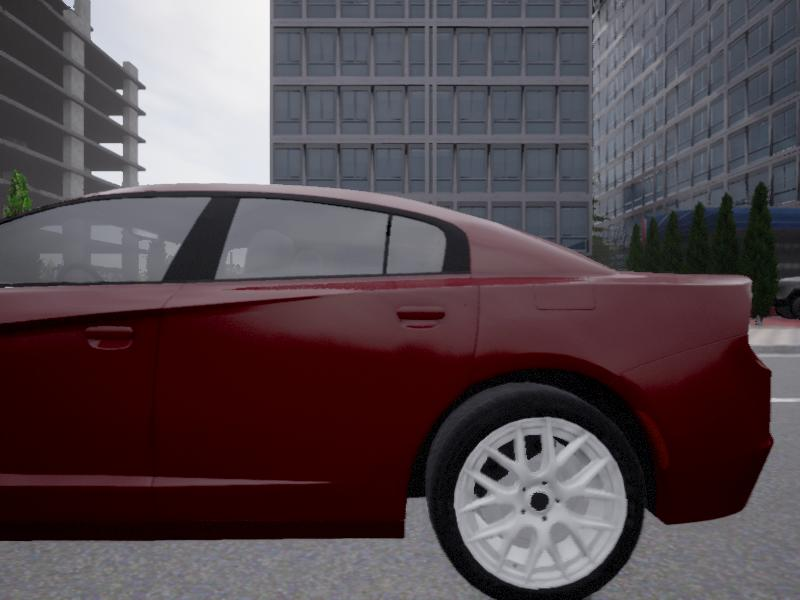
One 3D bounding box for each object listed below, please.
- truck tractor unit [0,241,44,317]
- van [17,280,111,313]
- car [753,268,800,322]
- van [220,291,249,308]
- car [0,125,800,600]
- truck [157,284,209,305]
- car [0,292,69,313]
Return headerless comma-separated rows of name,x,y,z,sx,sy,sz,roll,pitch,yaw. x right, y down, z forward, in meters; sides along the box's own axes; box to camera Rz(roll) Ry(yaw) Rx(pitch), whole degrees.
truck tractor unit,-23.606,-1.138,21.555,3.053,4.208,6.516,0,0,0
van,-27.111,-0.244,32.737,2.351,2.431,6.366,0,0,0
car,18.027,-0.183,15.443,6.274,2.098,2.390,0,0,30
van,-20.116,-0.020,48.871,1.775,1.987,4.442,0,0,0
car,-0.986,0.222,2.190,5.008,1.535,1.882,0,0,0
truck,-40.988,-1.010,75.726,8.468,3.827,2.891,0,0,3
car,-30.610,0.176,33.272,1.801,1.575,5.366,0,0,0
